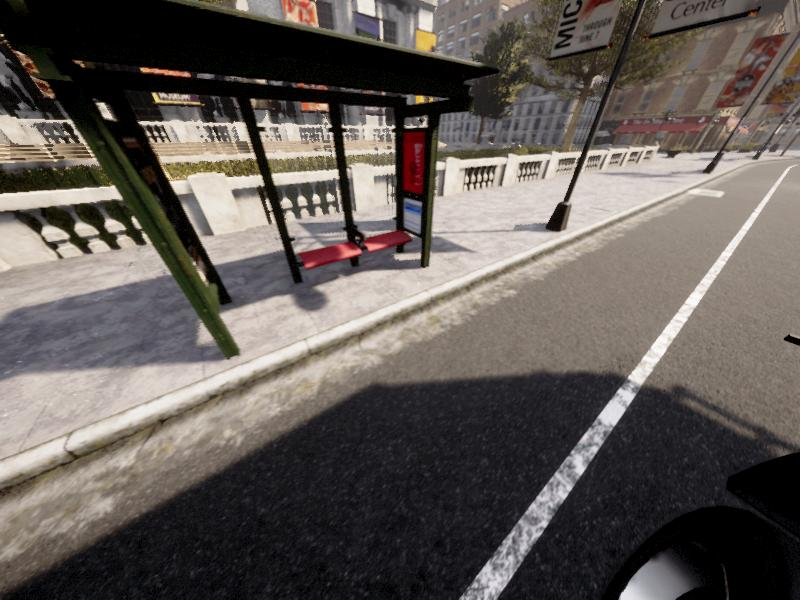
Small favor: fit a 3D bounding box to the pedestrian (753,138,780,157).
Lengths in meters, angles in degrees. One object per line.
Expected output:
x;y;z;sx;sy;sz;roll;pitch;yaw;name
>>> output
42.994;-17.938;27.138;0.751;1.860;0.751;-15;38;-20;pedestrian
